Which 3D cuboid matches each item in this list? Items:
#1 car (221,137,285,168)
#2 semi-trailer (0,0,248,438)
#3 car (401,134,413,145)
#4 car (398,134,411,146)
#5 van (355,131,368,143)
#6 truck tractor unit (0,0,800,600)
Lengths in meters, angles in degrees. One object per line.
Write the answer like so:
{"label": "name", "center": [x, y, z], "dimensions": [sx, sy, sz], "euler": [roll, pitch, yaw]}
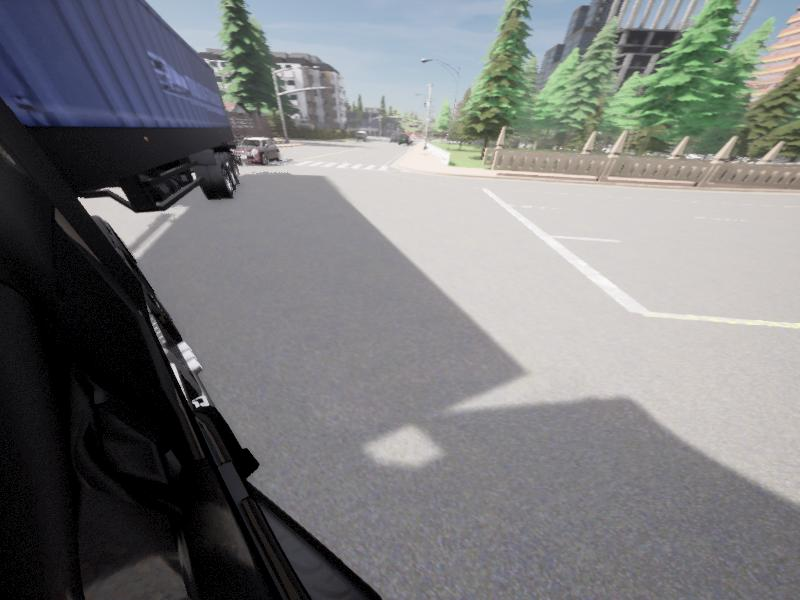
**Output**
{"label": "car", "center": [-9.813, -10.197, 15.835], "dimensions": [1.970, 1.475, 3.806], "euler": [2, 36, -2]}
{"label": "semi-trailer", "center": [-6.552, -4.462, 5.628], "dimensions": [2.717, 4.402, 14.254], "euler": [-13, 39, -20]}
{"label": "car", "center": [1.717, -38.758, 55.710], "dimensions": [2.150, 2.045, 5.566], "euler": [5, 36, 3]}
{"label": "car", "center": [0.993, -34.524, 49.803], "dimensions": [2.150, 2.045, 5.566], "euler": [5, 36, 3]}
{"label": "van", "center": [-8.990, -38.187, 54.094], "dimensions": [2.069, 2.038, 4.480], "euler": [5, 36, 3]}
{"label": "truck tractor unit", "center": [-2.645, -0.295, 0.351], "dimensions": [6.516, 4.208, 3.053], "euler": [28, 44, 30]}
